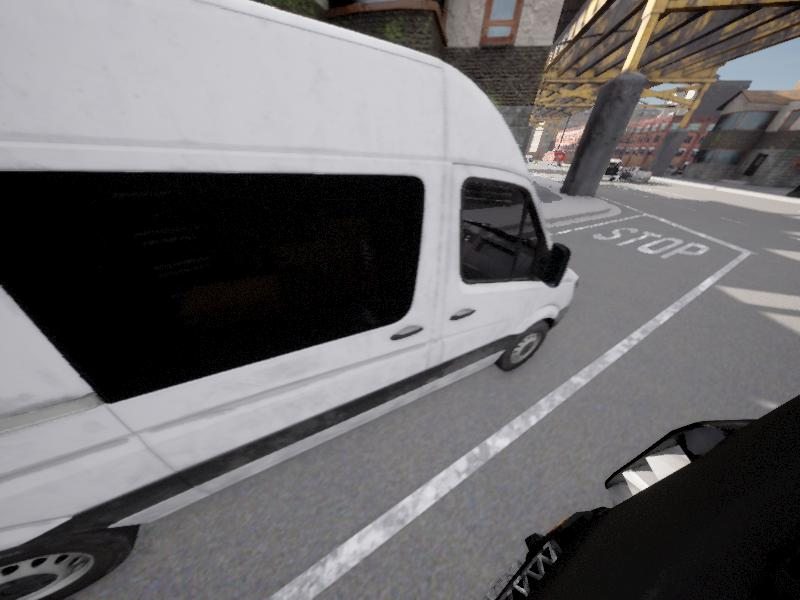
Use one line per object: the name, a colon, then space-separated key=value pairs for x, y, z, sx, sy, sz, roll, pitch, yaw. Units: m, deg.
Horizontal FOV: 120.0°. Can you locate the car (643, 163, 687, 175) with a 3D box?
car: x=41.919 y=-20.810 z=36.667 sx=1.853 sy=1.218 sz=4.536 roll=-27 pitch=44 yaw=-37

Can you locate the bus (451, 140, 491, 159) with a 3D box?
bus: x=21.147 y=-45.118 z=69.233 sx=10.273 sy=4.253 sz=3.944 roll=22 pitch=38 yaw=25

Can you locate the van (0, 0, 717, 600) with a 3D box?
van: x=-0.701 y=-0.270 z=1.997 sx=5.915 sy=2.561 sz=1.988 roll=-14 pitch=37 yaw=-24

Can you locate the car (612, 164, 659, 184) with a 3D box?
car: x=25.444 y=-13.744 z=25.130 sx=1.845 sy=1.501 sz=3.633 roll=11 pitch=35 yaw=12

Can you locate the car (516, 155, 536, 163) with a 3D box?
car: x=31.531 y=-35.318 z=57.992 sx=1.970 sy=1.475 sz=3.806 roll=-9 pitch=36 yaw=-18

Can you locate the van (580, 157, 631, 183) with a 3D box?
van: x=21.889 y=-14.123 z=24.962 sx=2.069 sy=2.038 sz=4.480 roll=11 pitch=34 yaw=11

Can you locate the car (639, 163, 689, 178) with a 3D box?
car: x=41.875 y=-20.701 z=36.784 sx=2.038 sy=1.542 sz=4.974 roll=-27 pitch=44 yaw=-37

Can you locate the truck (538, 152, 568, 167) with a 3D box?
truck: x=32.517 y=-30.126 z=49.338 sx=2.627 sy=2.467 sz=5.204 roll=5 pitch=34 yaw=1
